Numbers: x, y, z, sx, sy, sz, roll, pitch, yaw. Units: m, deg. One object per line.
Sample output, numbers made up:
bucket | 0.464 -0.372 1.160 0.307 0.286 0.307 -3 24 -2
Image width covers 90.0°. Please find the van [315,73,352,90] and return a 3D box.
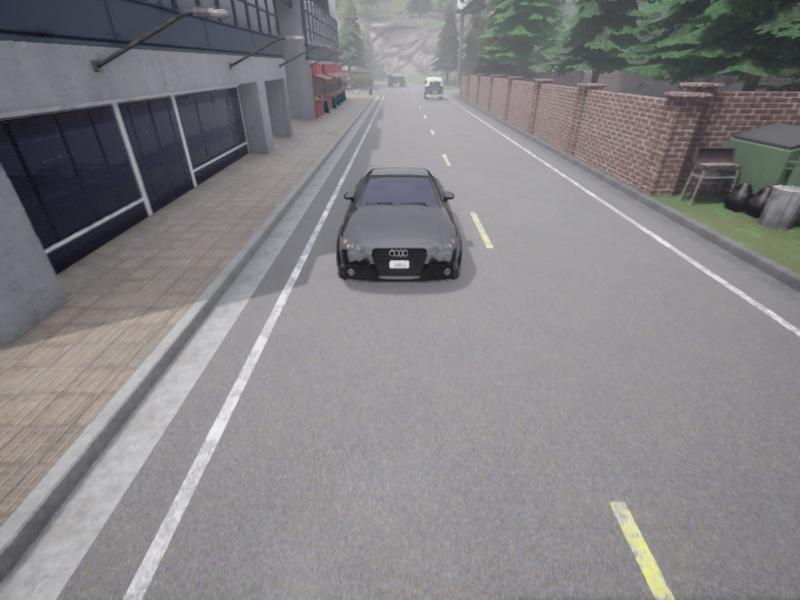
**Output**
van | -8.936 -29.603 54.189 4.480 2.038 2.069 -1 30 -1

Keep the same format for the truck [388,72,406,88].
truck | -0.597 -36.602 66.418 2.390 2.098 6.274 -3 31 -6

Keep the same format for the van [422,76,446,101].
van | 3.449 -21.935 41.433 2.069 2.038 4.480 0 30 0

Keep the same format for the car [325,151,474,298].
car | -0.015 -1.687 7.517 1.994 1.385 4.181 0 30 0
